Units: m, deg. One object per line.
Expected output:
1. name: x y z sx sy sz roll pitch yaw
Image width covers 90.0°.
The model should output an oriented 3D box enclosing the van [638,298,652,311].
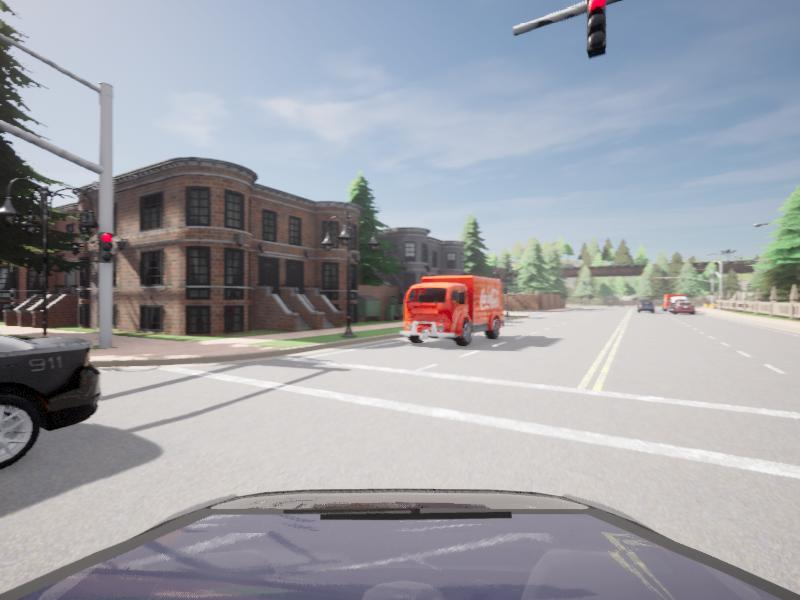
1. van: 37.489 0.656 61.286 1.775 1.987 4.442 0 0 31

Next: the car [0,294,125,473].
1. car: -5.293 0.758 2.790 1.930 1.638 5.238 0 0 31

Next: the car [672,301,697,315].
1. car: 31.903 0.905 44.985 1.970 1.475 3.806 0 0 30

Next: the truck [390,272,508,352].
1. truck: 2.105 0.346 15.279 2.627 2.467 5.204 0 1 31

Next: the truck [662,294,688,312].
1. truck: 38.627 0.419 56.331 2.627 2.467 5.204 0 0 31
